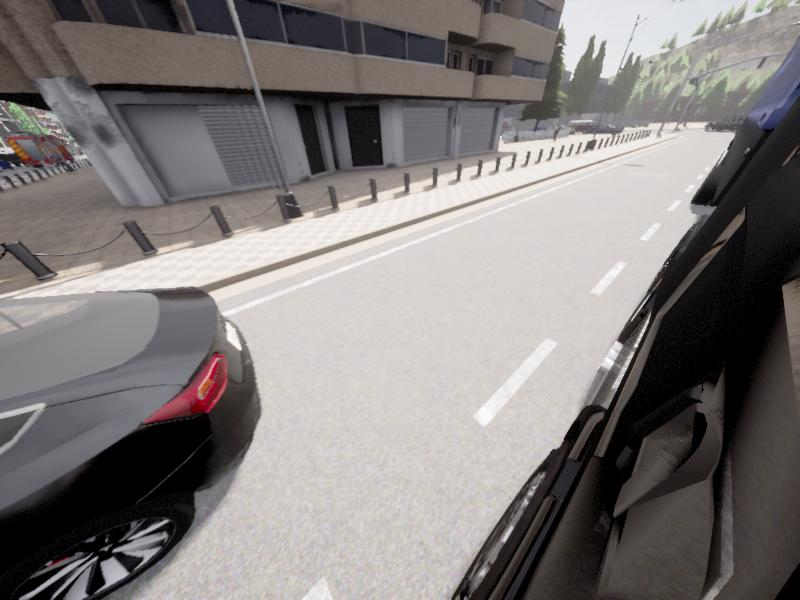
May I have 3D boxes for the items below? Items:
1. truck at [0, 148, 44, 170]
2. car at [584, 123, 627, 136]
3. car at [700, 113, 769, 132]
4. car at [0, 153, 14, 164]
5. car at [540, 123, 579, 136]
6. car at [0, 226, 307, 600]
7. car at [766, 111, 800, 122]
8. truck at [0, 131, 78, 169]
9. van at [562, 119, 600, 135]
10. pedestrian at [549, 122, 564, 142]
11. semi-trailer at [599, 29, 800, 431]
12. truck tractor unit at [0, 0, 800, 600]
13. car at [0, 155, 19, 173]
[{"bbox_3d":[-53.196,-19.628,32.006,2.390,2.098,6.274,-28,43,-30],"label":"truck"},{"bbox_3d":[32.673,-27.207,36.869,1.812,1.442,4.674,-27,43,-28],"label":"car"},{"bbox_3d":[44.257,-23.578,30.803,1.932,1.855,4.605,-5,36,-5],"label":"car"},{"bbox_3d":[-73.854,-24.871,41.035,4.974,1.542,2.038,-28,43,-30],"label":"car"},{"bbox_3d":[28.378,-30.276,41.156,2.152,1.651,5.027,-28,43,-30],"label":"car"},{"bbox_3d":[-3.317,1.288,0.942,4.792,1.488,2.163,-28,43,-30],"label":"car"},{"bbox_3d":[84.673,-40.303,50.814,2.242,1.667,4.611,14,40,21],"label":"car"},{"bbox_3d":[-49.206,-20.812,31.874,2.891,3.827,8.468,-28,43,-29],"label":"truck"},{"bbox_3d":[32.373,-30.958,41.445,2.069,2.038,4.480,-28,43,-30],"label":"van"},{"bbox_3d":[18.452,-19.785,27.205,0.751,1.860,0.751,27,46,34],"label":"pedestrian"},{"bbox_3d":[8.630,-3.649,4.295,14.254,4.402,2.717,-29,44,-30],"label":"semi-trailer"},{"bbox_3d":[2.645,-0.295,0.351,6.516,4.208,3.053,-28,44,-30],"label":"truck tractor unit"},{"bbox_3d":[-48.242,-15.974,27.206,1.882,1.535,5.008,-28,43,-29],"label":"car"}]
